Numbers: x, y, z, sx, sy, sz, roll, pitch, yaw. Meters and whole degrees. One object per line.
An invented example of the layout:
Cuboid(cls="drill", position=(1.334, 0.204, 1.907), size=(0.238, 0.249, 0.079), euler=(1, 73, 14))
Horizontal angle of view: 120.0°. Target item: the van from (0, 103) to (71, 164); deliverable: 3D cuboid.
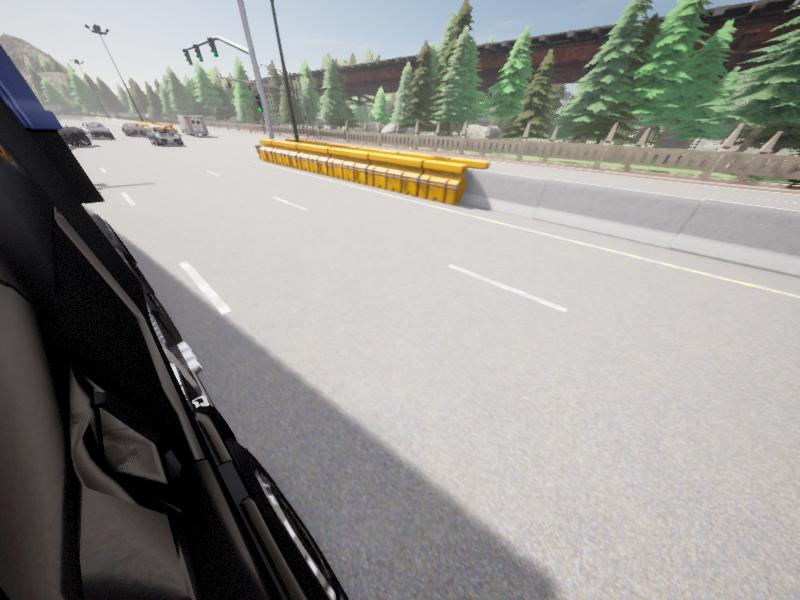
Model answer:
Cuboid(cls="van", position=(-21.541, -7.915, 10.899), size=(6.366, 2.431, 2.351), euler=(-5, 31, -12))

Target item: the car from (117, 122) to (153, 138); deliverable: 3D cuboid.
Cuboid(cls="car", position=(-32.584, -20.862, 28.353), size=(4.181, 1.385, 1.994), euler=(28, 43, 30))

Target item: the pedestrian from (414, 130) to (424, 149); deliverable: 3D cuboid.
Cuboid(cls="pedestrian", position=(2.366, -19.739, 28.493), size=(0.751, 1.860, 0.751), euler=(29, 44, 30))

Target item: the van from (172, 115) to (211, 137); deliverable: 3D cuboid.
Cuboid(cls="van", position=(-31.425, -26.250, 34.781), size=(6.366, 2.431, 2.351), euler=(29, 44, 30))

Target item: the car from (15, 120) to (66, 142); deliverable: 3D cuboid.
Cuboid(cls="car", position=(-32.467, -15.312, 20.907), size=(4.181, 1.385, 1.994), euler=(27, 43, 29))

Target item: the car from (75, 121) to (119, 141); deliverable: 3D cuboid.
Cuboid(cls="car", position=(-31.544, -17.583, 23.999), size=(5.357, 1.411, 2.033), euler=(29, 44, 30))

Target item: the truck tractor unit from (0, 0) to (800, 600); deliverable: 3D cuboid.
Cuboid(cls="truck tractor unit", position=(-2.645, -0.295, 0.351), size=(6.516, 4.208, 3.053), euler=(28, 44, 30))

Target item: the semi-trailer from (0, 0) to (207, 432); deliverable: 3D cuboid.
Cuboid(cls="semi-trailer", position=(-9.051, -3.341, 3.845), size=(14.254, 4.402, 2.717), euler=(24, 41, 26))

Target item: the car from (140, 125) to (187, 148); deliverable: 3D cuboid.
Cuboid(cls="car", position=(-21.472, -14.894, 20.996), size=(3.806, 1.475, 1.970), euler=(29, 44, 30))

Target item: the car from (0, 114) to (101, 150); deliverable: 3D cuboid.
Cuboid(cls="car", position=(-25.732, -12.051, 16.551), size=(1.932, 1.855, 4.605), euler=(18, 39, 19))
